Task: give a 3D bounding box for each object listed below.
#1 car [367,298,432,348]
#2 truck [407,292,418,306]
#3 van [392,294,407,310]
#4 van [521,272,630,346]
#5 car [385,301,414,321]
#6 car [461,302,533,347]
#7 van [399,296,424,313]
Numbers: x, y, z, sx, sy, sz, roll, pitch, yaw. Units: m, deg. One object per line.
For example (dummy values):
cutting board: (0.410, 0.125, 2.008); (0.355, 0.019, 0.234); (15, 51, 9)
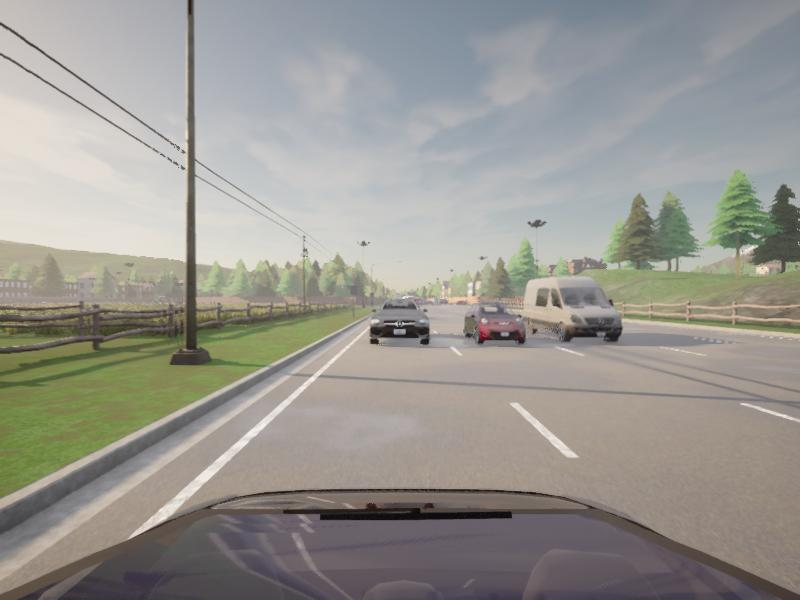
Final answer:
car: (-0.013, 0.772, 15.889); (2.152, 1.651, 5.027); (0, 0, 0)
truck: (3.402, -0.387, 112.419); (2.891, 3.827, 8.468); (0, 0, 0)
van: (-0.056, 0.341, 66.186); (2.351, 2.431, 6.366); (0, 0, 0)
van: (6.980, 0.312, 16.821); (1.988, 2.561, 5.915); (0, 0, 0)
car: (-0.026, 0.832, 32.295); (2.163, 1.488, 4.792); (0, 0, 0)
car: (3.485, 0.819, 15.110); (1.845, 1.501, 3.633); (0, 0, 0)
van: (1.382, 0.545, 50.270); (2.069, 2.038, 4.480); (0, 0, -12)
